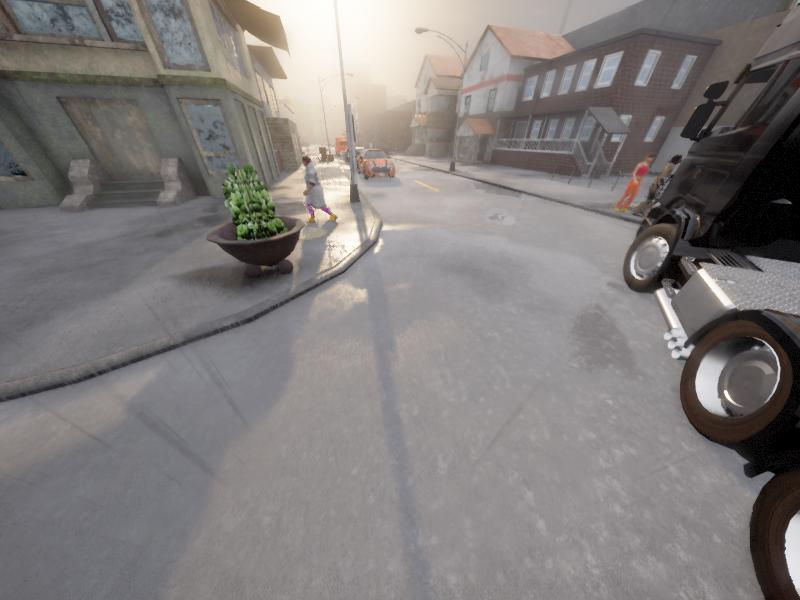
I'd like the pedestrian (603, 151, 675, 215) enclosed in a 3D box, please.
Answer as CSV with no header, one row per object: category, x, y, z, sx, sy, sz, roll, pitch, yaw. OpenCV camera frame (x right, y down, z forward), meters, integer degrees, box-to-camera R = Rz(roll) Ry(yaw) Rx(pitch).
pedestrian,8.126,-4.018,7.974,0.751,1.860,0.751,-4,35,-6

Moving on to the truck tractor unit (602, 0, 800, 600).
truck tractor unit,4.434,-0.696,1.343,3.053,4.208,6.516,19,39,25

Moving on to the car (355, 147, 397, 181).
car,-1.829,-9.991,16.741,2.097,1.767,4.553,-9,36,-13

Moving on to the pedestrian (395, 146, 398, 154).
pedestrian,-0.690,-26.390,40.651,0.500,1.100,0.500,0,35,-1

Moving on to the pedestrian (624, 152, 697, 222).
pedestrian,8.228,-3.591,7.362,0.751,1.860,0.751,-26,43,-33

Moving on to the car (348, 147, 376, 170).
car,-3.672,-13.534,21.970,1.851,1.617,3.988,-9,36,-13

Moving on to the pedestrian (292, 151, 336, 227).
pedestrian,-2.472,-3.209,6.729,0.751,1.860,0.751,-16,38,-22
